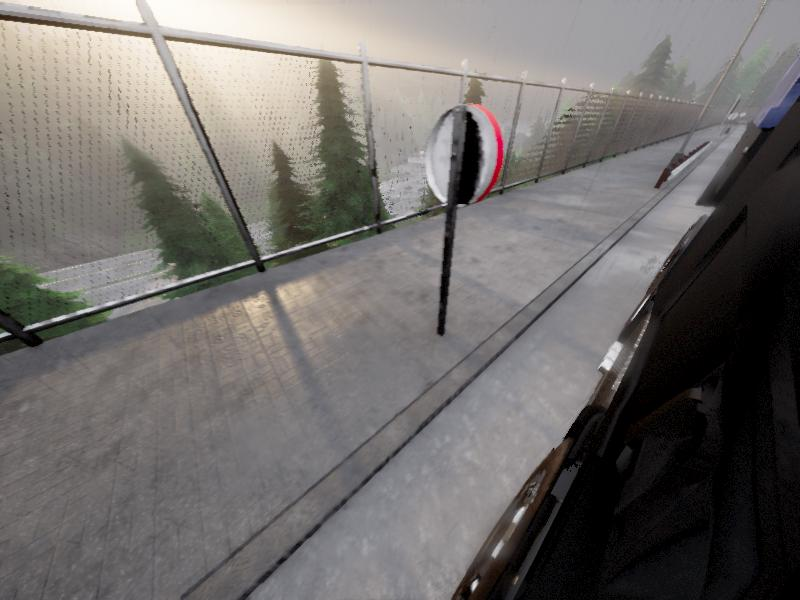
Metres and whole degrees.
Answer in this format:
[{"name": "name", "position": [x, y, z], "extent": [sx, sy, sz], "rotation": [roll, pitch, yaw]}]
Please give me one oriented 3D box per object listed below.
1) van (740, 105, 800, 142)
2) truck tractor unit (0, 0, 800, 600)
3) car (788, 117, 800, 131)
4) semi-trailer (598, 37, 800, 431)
[{"name": "van", "position": [35.135, -16.795, 22.041], "extent": [5.915, 2.561, 1.988], "rotation": [-28, 43, -30]}, {"name": "truck tractor unit", "position": [2.645, -0.295, 0.351], "extent": [6.516, 4.208, 3.053], "rotation": [-28, 44, -30]}, {"name": "car", "position": [55.674, -24.084, 31.562], "extent": [5.357, 1.411, 2.033], "rotation": [-28, 43, -30]}, {"name": "semi-trailer", "position": [8.699, -3.584, 4.256], "extent": [14.254, 4.402, 2.717], "rotation": [-28, 43, -30]}]
